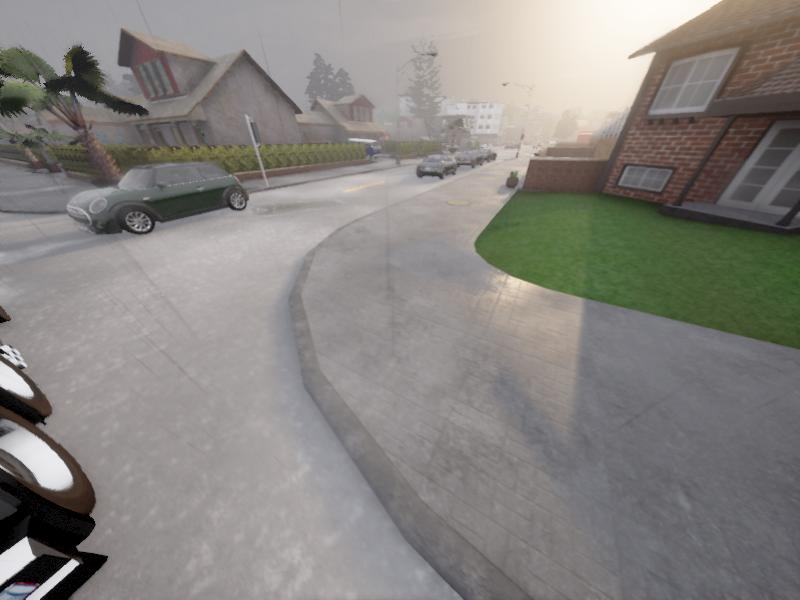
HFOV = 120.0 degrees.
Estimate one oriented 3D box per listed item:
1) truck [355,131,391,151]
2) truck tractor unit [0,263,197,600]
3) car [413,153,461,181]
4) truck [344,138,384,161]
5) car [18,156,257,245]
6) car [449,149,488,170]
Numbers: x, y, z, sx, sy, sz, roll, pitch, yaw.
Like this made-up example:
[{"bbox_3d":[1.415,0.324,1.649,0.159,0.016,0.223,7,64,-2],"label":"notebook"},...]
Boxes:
[{"bbox_3d":[-6.556,-38.594,56.141,8.468,3.827,2.891,18,39,24],"label":"truck"},{"bbox_3d":[-5.111,-0.301,0.779,6.516,4.208,3.053,18,39,24],"label":"truck tractor unit"},{"bbox_3d":[2.754,-9.750,16.782,1.994,1.385,4.181,16,38,22],"label":"car"},{"bbox_3d":[-4.457,-18.729,28.671,4.478,2.038,2.069,20,40,23],"label":"truck"},{"bbox_3d":[-7.817,-3.633,7.716,2.097,1.767,4.553,15,38,21],"label":"car"},{"bbox_3d":[6.751,-13.680,22.369,2.033,1.411,5.357,18,39,24],"label":"car"}]
